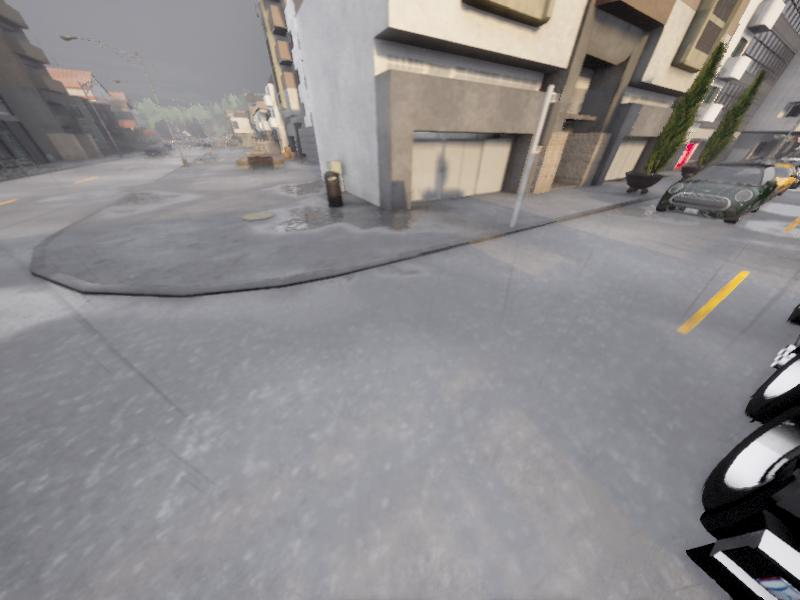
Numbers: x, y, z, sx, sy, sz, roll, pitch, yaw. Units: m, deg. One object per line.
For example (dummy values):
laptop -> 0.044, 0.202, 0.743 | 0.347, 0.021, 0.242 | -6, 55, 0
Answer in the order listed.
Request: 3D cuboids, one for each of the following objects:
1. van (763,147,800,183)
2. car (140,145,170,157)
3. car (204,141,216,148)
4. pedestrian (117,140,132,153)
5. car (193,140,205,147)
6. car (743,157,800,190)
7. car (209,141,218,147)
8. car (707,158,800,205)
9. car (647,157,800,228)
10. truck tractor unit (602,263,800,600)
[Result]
van -> 28.954, -9.771, 16.644 | 4.442, 1.987, 1.775 | -18, 39, -24
car -> -36.836, -22.495, 34.854 | 1.895, 1.301, 4.718 | -18, 39, -24
car -> -54.377, -44.549, 66.146 | 1.801, 1.575, 5.366 | -18, 39, -24
pedestrian -> -45.126, -25.147, 37.861 | 0.751, 1.860, 0.751 | -18, 39, -24
car -> -65.199, -50.741, 74.887 | 1.930, 1.638, 5.238 | -18, 39, -24
car -> 24.178, -8.008, 14.503 | 3.806, 1.475, 1.970 | -18, 39, -25
car -> -61.132, -51.186, 75.743 | 1.812, 1.442, 4.674 | -18, 39, -24
car -> 18.198, -6.107, 11.614 | 5.366, 1.575, 1.801 | -18, 39, -24
car -> 12.039, -4.192, 8.605 | 4.553, 1.767, 2.097 | -18, 39, -24
truck tractor unit -> 5.115, -0.295, 0.787 | 6.516, 4.208, 3.053 | -18, 39, -24
